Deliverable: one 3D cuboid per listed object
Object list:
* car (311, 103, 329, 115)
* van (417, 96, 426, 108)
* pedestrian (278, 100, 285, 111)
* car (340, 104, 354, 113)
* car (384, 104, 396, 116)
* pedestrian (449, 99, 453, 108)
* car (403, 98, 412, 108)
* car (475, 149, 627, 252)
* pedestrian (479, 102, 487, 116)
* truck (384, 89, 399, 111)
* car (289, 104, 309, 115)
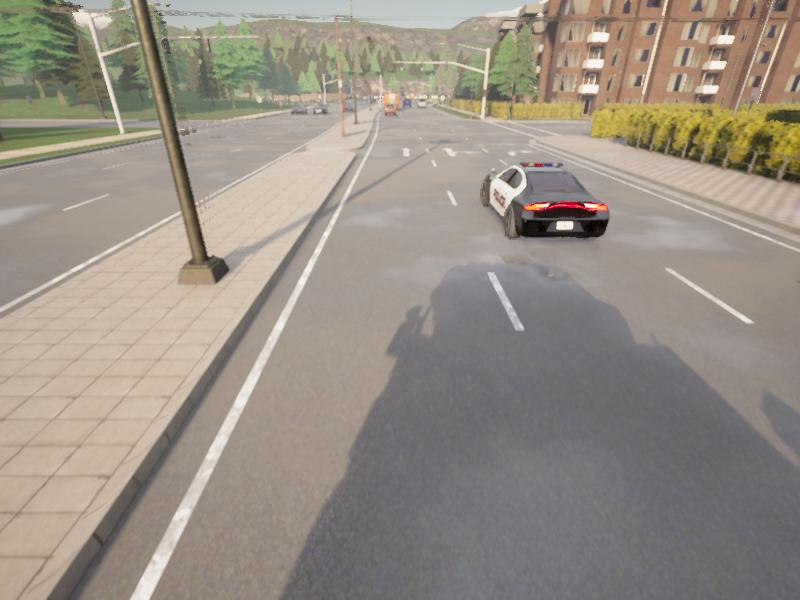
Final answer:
[{"bbox_3d":[-13.087,-31.537,66.011,2.033,1.649,4.856,0,27,-1],"label":"car"},{"bbox_3d":[5.287,-48.783,98.579,1.988,2.561,5.915,0,27,0],"label":"van"},{"bbox_3d":[-21.843,-35.906,73.791,0.751,1.860,0.751,0,27,0],"label":"pedestrian"},{"bbox_3d":[-9.610,-34.627,72.310,1.994,1.385,4.181,0,27,0],"label":"car"},{"bbox_3d":[-1.518,-30.414,63.903,1.851,1.617,3.988,0,27,-1],"label":"car"},{"bbox_3d":[12.097,-47.025,95.552,0.751,1.860,0.751,1,27,2],"label":"pedestrian"},{"bbox_3d":[1.772,-49.558,100.606,2.150,2.045,5.566,0,27,0],"label":"car"},{"bbox_3d":[3.463,-2.853,10.492,2.038,1.542,4.974,0,27,0],"label":"car"},{"bbox_3d":[12.153,-27.980,58.574,0.751,1.860,0.751,0,27,-1],"label":"pedestrian"},{"bbox_3d":[-1.651,-41.704,83.395,2.891,3.827,8.468,0,27,0],"label":"truck"},{"bbox_3d":[-16.553,-31.242,65.530,2.038,1.542,4.974,0,27,-1],"label":"car"}]
